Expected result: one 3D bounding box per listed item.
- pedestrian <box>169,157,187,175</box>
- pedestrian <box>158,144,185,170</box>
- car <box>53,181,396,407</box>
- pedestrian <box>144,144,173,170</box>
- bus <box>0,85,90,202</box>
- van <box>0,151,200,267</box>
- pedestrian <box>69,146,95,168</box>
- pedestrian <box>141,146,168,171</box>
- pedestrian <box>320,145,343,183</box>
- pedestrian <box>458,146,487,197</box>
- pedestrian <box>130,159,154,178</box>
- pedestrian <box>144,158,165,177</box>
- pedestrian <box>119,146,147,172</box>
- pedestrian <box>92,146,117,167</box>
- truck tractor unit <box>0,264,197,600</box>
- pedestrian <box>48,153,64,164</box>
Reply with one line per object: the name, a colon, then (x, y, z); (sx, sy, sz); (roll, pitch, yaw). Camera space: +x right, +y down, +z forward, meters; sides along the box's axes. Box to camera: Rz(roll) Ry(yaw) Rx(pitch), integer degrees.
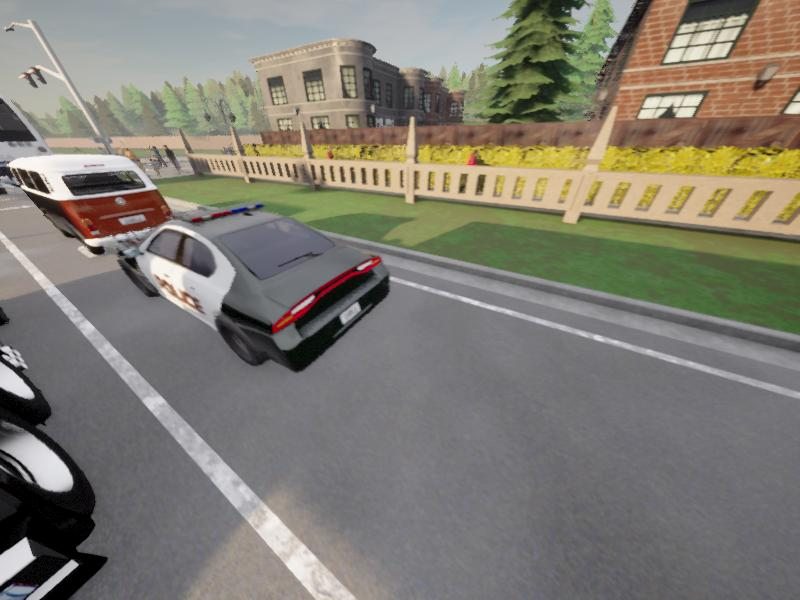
pedestrian: (-16.637, -10.079, 17.350); (0.500, 1.100, 0.500); (25, 42, 32)
pedestrian: (-19.865, -12.434, 20.095); (0.751, 1.860, 0.751); (12, 37, 17)
car: (-2.723, -0.726, 3.740); (4.974, 1.542, 2.038); (19, 39, 24)
pedestrian: (-21.132, -12.543, 20.263); (0.751, 1.860, 0.751); (4, 35, 6)
bus: (-22.013, -8.376, 12.502); (10.273, 4.253, 3.944); (23, 41, 30)
van: (-8.129, -2.700, 6.164); (4.480, 2.038, 2.069); (18, 39, 24)
pedestrian: (-32.413, -14.589, 23.569); (0.751, 1.860, 0.751); (21, 40, 27)
pedestrian: (-21.863, -12.597, 20.613); (0.751, 1.860, 0.751); (14, 37, 20)
pedestrian: (-4.021, -8.051, 13.664); (0.751, 1.860, 0.751); (19, 39, 25)
pedestrian: (3.150, -5.648, 10.150); (0.751, 1.860, 0.751); (17, 38, 23)
pedestrian: (-17.652, -9.013, 15.828); (0.500, 1.100, 0.500); (4, 35, 7)
pedestrian: (-17.181, -9.278, 16.204); (0.500, 1.100, 0.500); (-16, 38, -21)
pedestrian: (-23.539, -12.413, 20.364); (0.751, 1.860, 0.751); (21, 40, 27)
pedestrian: (-31.396, -15.301, 24.579); (0.751, 1.860, 0.751); (16, 38, 22)
truck tractor unit: (-5.113, -0.298, 0.787); (6.516, 4.208, 3.053); (18, 39, 24)
pedestrian: (-41.425, -17.051, 27.845); (0.500, 1.100, 0.500); (9, 36, 14)
